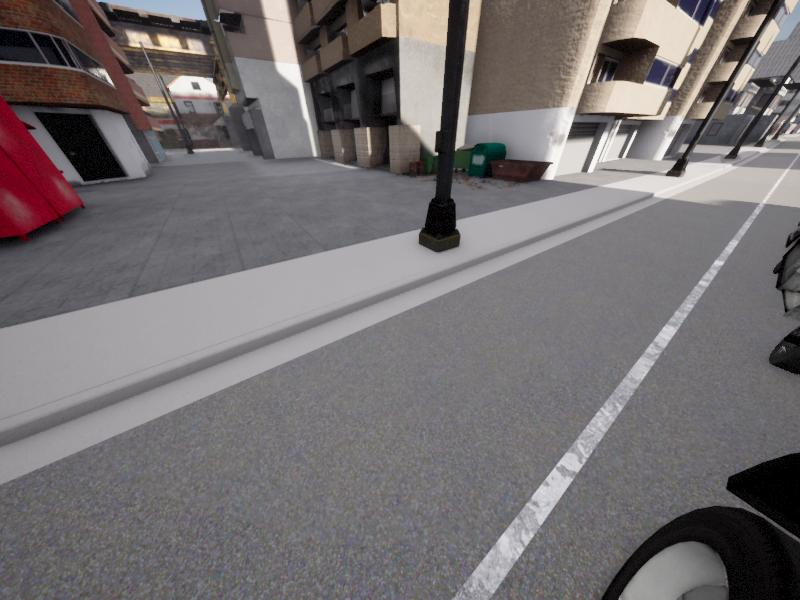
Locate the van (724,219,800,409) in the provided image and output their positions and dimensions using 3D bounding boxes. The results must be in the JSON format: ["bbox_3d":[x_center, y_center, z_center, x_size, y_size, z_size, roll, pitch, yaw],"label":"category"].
[{"bbox_3d":[7.037,-0.622,2.655,6.366,2.431,2.351,-22,40,-28],"label":"van"}]

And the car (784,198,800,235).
[{"bbox_3d":[13.569,-2.852,6.559,4.902,1.511,2.128,-22,40,-27],"label":"car"}]
